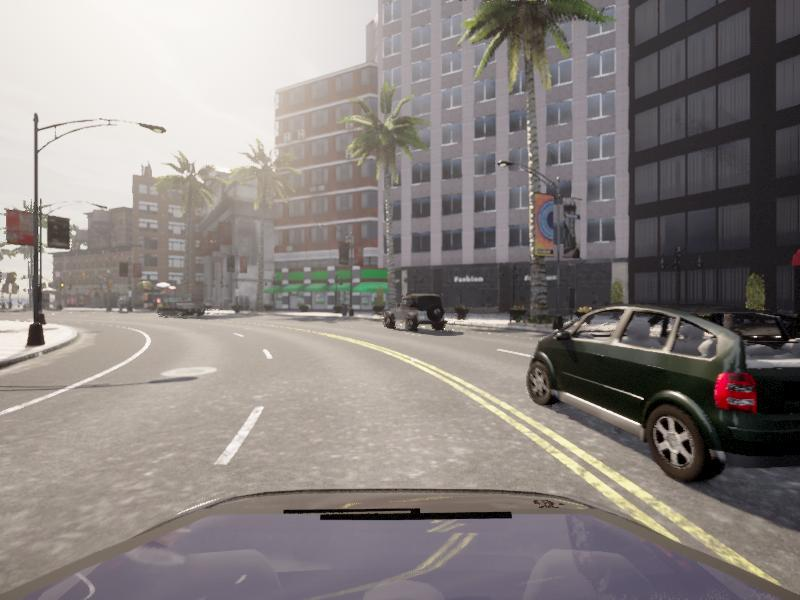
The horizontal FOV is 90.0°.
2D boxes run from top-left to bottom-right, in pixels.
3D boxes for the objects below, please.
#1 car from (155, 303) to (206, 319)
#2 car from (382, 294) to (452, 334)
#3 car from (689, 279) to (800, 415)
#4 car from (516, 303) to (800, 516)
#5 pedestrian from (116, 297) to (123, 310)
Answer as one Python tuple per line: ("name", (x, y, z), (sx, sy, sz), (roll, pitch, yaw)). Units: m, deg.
("car", (-20.150, 0.978, 36.743), (4.718, 1.301, 1.895), (0, 0, 30))
("car", (0.778, 0.664, 21.121), (1.905, 1.878, 3.866), (0, 0, -30))
("car", (6.466, 0.650, 5.487), (1.905, 1.878, 3.866), (0, 0, -8))
("car", (3.055, 0.818, 4.885), (1.789, 1.549, 3.705), (0, 0, -8))
("pedestrian", (-39.675, 0.538, 56.585), (0.751, 1.860, 0.751), (0, 0, -31))
